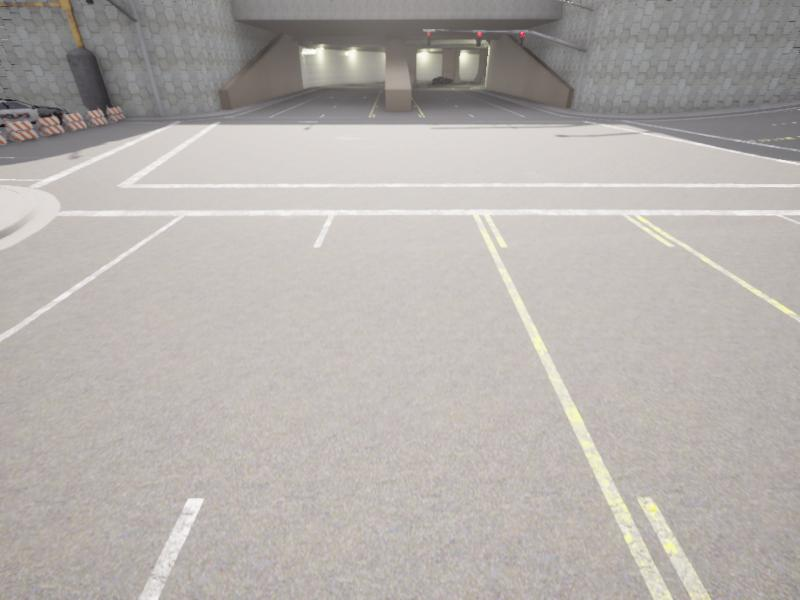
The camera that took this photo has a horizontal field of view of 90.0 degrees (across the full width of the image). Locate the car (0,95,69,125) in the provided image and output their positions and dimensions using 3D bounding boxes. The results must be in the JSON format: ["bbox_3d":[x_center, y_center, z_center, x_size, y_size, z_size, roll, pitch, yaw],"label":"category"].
[{"bbox_3d":[-21.738,-10.596,22.326,1.853,1.218,4.536,16,34,25],"label":"car"}]

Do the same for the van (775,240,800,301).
[{"bbox_3d":[7.109,0.343,2.983,2.351,2.431,6.366,0,30,0],"label":"van"}]

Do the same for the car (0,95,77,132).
[{"bbox_3d":[-21.713,-10.483,22.445,2.038,1.542,4.974,16,34,25],"label":"car"}]

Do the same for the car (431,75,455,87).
[{"bbox_3d":[7.915,-40.240,73.480,2.152,1.651,5.027,20,36,30],"label":"car"}]
